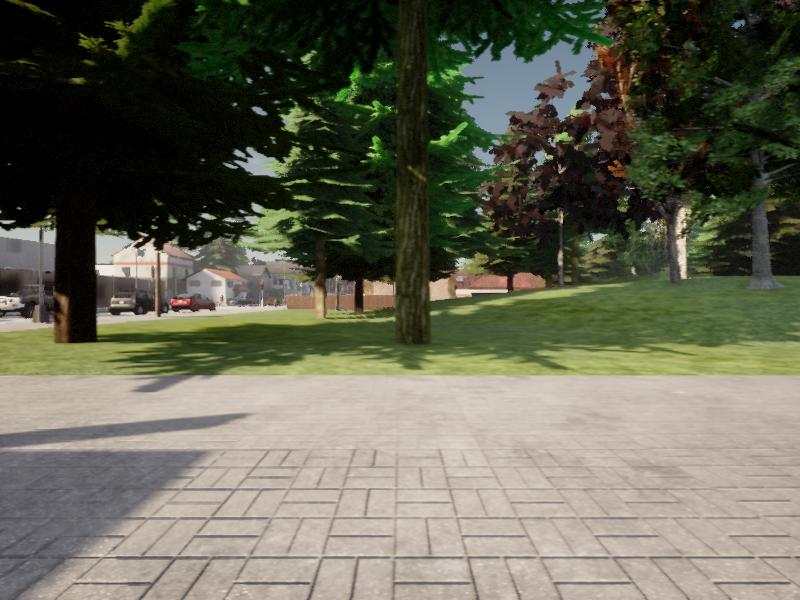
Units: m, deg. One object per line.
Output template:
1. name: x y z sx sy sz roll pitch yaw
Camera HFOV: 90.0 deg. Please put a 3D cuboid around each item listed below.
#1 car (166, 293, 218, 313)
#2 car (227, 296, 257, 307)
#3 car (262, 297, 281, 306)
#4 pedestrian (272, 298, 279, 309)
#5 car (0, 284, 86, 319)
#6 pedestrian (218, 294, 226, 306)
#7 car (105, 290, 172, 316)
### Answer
1. car: -17.026 0.233 33.050 2.007 1.525 4.514 0 0 -2
2. car: -23.033 0.223 58.285 1.789 1.549 3.705 1 0 31
3. car: -21.136 0.260 65.811 1.816 1.474 4.193 0 0 0
4. pedestrian: -11.982 0.316 38.619 0.500 1.100 0.500 0 0 0
5. car: -21.165 0.058 23.429 1.932 1.855 4.605 0 0 0
6. pedestrian: -27.454 -0.059 61.728 0.751 1.860 0.751 0 0 25
7. car: -17.166 0.193 26.546 1.851 1.617 3.988 0 0 0
